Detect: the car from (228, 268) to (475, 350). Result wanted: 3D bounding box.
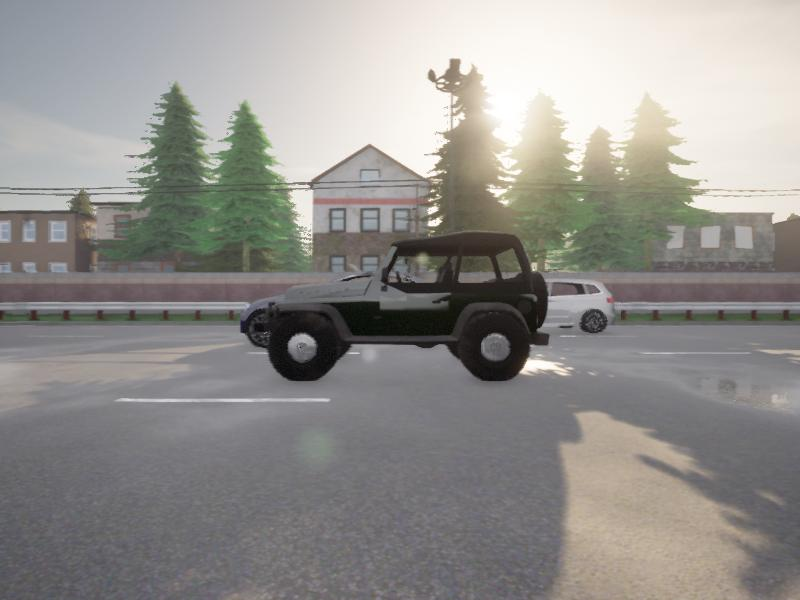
[{"bbox_3d":[-0.983,0.181,9.199,5.027,1.651,2.152,0,0,0],"label":"car"}]

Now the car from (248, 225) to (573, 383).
[{"bbox_3d":[0.124,0.046,5.701,3.866,1.878,1.905,0,0,0],"label":"car"}]

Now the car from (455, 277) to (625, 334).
[{"bbox_3d":[4.221,0.156,12.701,4.611,1.667,2.242,0,0,0],"label":"car"}]
